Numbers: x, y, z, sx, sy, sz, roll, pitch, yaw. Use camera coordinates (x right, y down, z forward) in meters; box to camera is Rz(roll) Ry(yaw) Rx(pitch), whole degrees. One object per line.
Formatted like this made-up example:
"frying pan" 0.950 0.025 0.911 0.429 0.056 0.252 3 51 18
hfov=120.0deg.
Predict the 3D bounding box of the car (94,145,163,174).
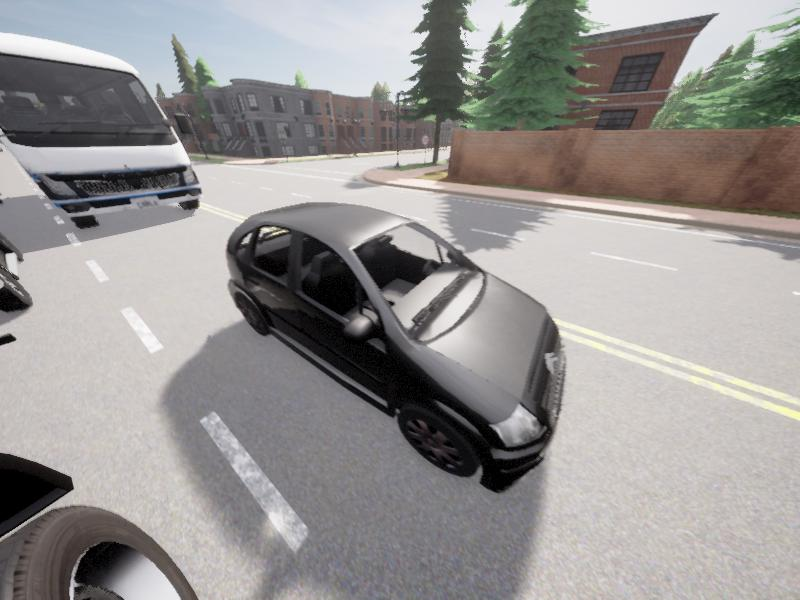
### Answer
"car" -21.274 -11.099 18.082 5.027 1.651 2.152 22 41 28

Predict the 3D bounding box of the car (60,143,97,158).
"car" -40.416 -18.829 29.025 4.193 1.474 1.816 22 41 28

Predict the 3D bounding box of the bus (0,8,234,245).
"bus" -11.439 -5.800 8.354 10.273 4.253 3.944 23 41 28

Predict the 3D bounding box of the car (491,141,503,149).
"car" 23.827 -38.121 56.709 2.033 1.649 4.856 14 38 19

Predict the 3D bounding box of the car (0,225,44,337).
"car" -7.687 -0.755 3.286 4.605 1.855 1.932 23 41 27

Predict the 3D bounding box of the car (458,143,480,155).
"car" 11.400 -24.933 38.012 1.837 1.490 4.892 21 40 27

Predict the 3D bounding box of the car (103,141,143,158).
"car" -35.926 -19.525 29.917 4.856 1.649 2.033 22 41 28

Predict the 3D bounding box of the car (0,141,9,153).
"car" -60.586 -22.039 33.337 1.845 1.501 3.633 2 35 2

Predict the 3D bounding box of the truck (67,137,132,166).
"truck" -29.234 -14.534 22.479 6.274 2.098 2.390 22 41 28

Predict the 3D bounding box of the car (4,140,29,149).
"car" -78.177 -31.709 47.057 5.357 1.411 2.033 22 41 28

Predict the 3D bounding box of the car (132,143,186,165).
"car" -24.312 -14.797 23.303 5.027 1.651 2.152 22 41 28

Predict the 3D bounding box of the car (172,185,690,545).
"car" -0.309 -0.097 2.652 3.988 1.617 1.851 22 41 28

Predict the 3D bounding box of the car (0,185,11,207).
"car" -17.161 -4.464 8.780 3.633 1.501 1.845 22 41 28

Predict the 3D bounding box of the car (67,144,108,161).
"car" -35.377 -16.778 26.155 4.193 1.474 1.816 22 41 28
